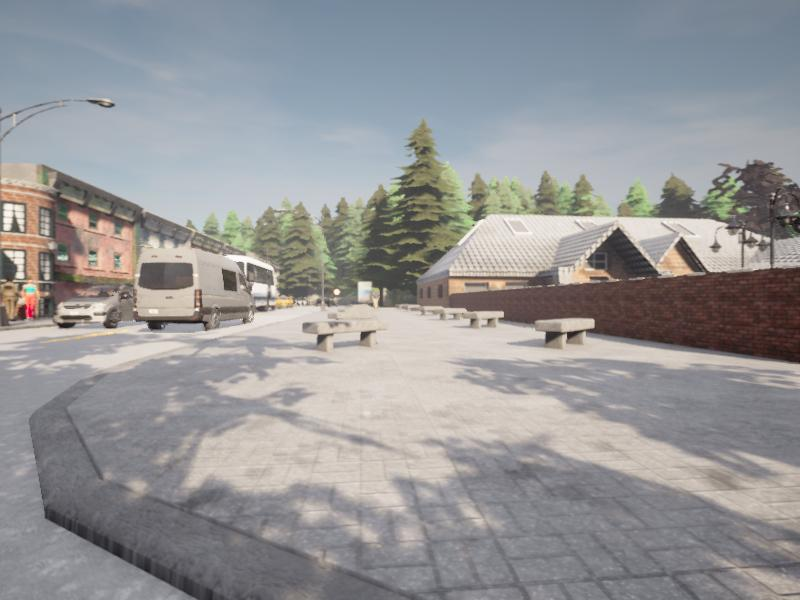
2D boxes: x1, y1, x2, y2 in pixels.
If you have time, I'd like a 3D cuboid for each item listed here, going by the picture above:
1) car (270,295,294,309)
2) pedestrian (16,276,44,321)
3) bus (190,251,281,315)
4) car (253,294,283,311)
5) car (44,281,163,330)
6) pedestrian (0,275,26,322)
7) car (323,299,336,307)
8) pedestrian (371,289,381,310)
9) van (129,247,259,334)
[{"bbox_3d":[-14.193,0.223,48.572,1.801,1.575,5.366,0,0,-5],"label":"car"},{"bbox_3d":[-15.584,-0.059,16.855,0.751,1.860,0.751,0,0,38],"label":"pedestrian"},{"bbox_3d":[-12.476,-1.119,31.816,3.944,4.253,10.273,0,0,-5],"label":"bus"},{"bbox_3d":[-13.478,0.220,41.060,1.801,1.575,5.366,0,0,-5],"label":"car"},{"bbox_3d":[-11.020,0.195,15.277,1.851,1.617,3.988,0,0,-6],"label":"car"},{"bbox_3d":[-16.028,-0.059,16.441,0.751,1.860,0.751,0,0,-21],"label":"pedestrian"},{"bbox_3d":[-12.021,0.493,68.189,1.812,1.442,4.674,0,0,-5],"label":"car"},{"bbox_3d":[-2.070,-0.051,34.644,0.751,1.860,0.751,0,0,-8],"label":"pedestrian"},{"bbox_3d":[-7.086,-0.271,14.696,1.988,2.561,5.915,0,0,-3],"label":"van"}]
